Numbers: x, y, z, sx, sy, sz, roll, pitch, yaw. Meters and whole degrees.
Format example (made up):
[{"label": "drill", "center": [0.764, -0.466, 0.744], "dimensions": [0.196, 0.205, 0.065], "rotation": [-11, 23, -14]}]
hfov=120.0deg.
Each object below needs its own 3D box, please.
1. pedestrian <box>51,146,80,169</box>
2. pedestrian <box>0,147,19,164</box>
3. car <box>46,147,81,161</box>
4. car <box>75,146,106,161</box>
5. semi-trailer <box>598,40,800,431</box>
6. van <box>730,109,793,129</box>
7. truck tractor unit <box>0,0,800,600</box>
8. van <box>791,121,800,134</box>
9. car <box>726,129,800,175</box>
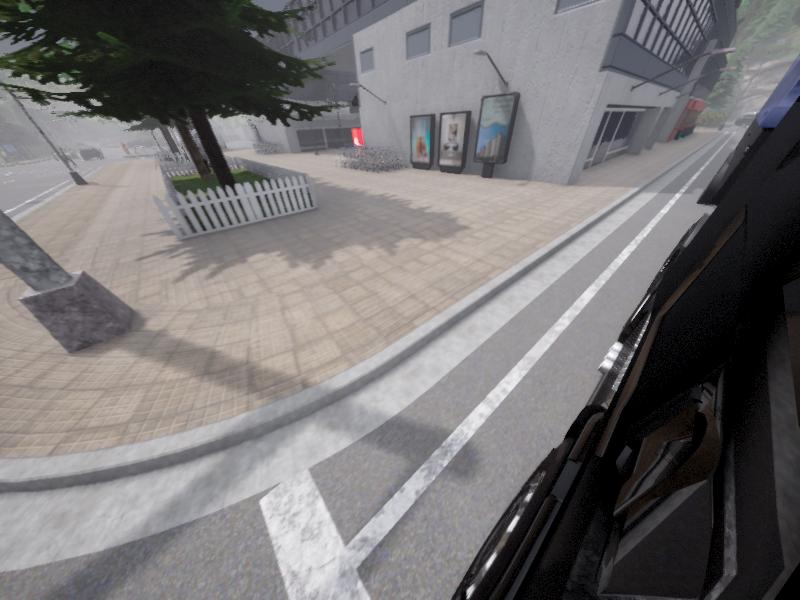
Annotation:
[{"label": "pedestrian", "center": [-34.015, -14.513, 23.513], "dimensions": [0.751, 1.860, 0.751], "rotation": [16, 41, 23]}, {"label": "pedestrian", "center": [-51.749, -18.940, 30.255], "dimensions": [0.751, 1.860, 0.751], "rotation": [-8, 37, -7]}, {"label": "car", "center": [-52.359, -22.812, 36.024], "dimensions": [2.007, 1.525, 4.514], "rotation": [-30, 44, -31]}, {"label": "car", "center": [-46.207, -21.998, 34.586], "dimensions": [1.837, 1.490, 4.892], "rotation": [-30, 44, -31]}, {"label": "semi-trailer", "center": [8.702, -3.603, 4.224], "dimensions": [14.254, 4.402, 2.717], "rotation": [-28, 44, -30]}, {"label": "van", "center": [53.552, -26.894, 34.414], "dimensions": [2.069, 2.038, 4.480], "rotation": [-29, 43, -31]}, {"label": "truck tractor unit", "center": [2.645, -0.295, 0.351], "dimensions": [6.516, 4.208, 3.053], "rotation": [-28, 44, -30]}, {"label": "van", "center": [44.498, -19.025, 24.543], "dimensions": [4.480, 2.038, 2.069], "rotation": [-28, 44, -30]}, {"label": "car", "center": [17.352, -6.988, 10.743], "dimensions": [4.181, 1.385, 1.994], "rotation": [-28, 44, -30]}]
